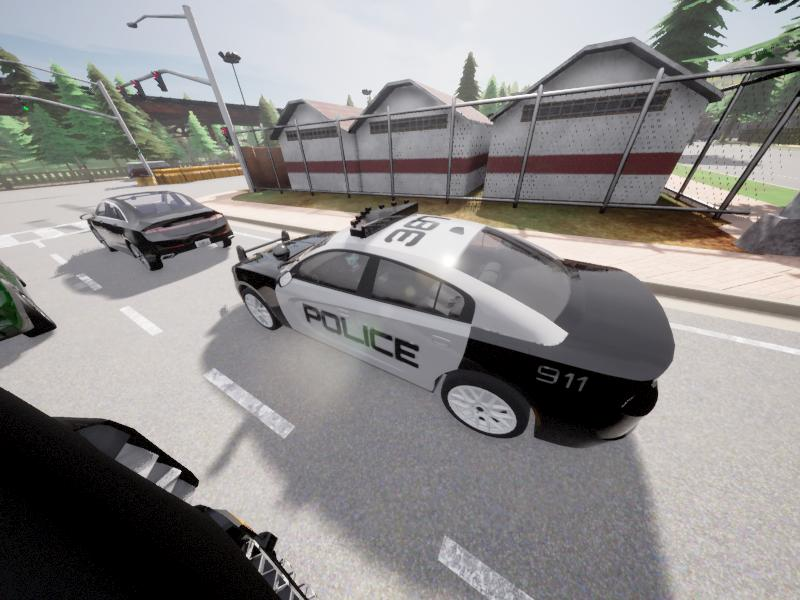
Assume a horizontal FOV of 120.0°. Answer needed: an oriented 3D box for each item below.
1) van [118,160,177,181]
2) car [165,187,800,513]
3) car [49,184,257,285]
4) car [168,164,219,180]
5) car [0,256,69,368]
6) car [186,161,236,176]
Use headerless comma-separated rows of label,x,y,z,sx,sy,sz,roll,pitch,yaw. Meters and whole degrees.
van,-32.736,-16.890,30.127,1.775,1.987,4.442,15,37,24
car,-0.239,-0.325,2.972,5.238,1.638,1.930,16,38,26
car,-6.621,-2.079,6.226,4.902,1.511,2.128,16,38,26
car,-25.627,-16.022,28.828,1.994,1.385,4.181,15,37,24
car,-7.427,-0.187,3.182,4.553,1.767,2.097,16,38,26
car,-26.894,-18.833,33.031,2.128,1.511,4.902,15,37,24
